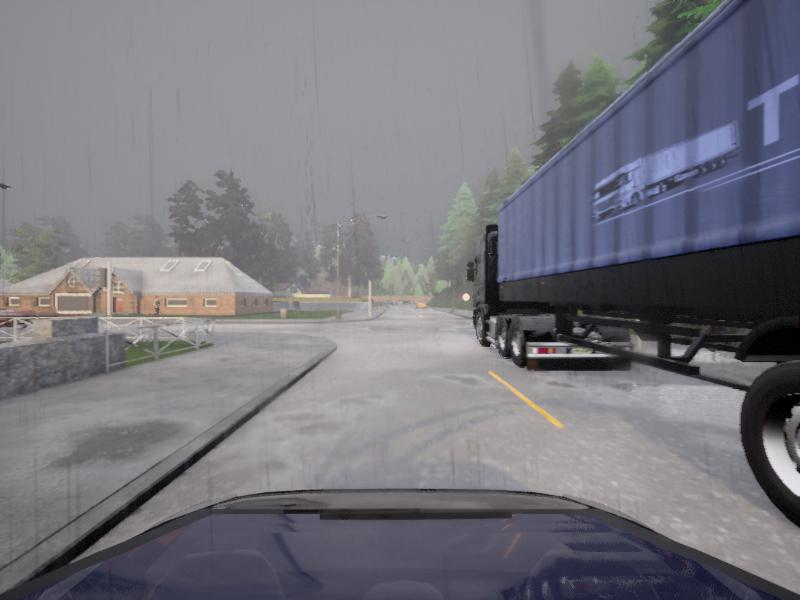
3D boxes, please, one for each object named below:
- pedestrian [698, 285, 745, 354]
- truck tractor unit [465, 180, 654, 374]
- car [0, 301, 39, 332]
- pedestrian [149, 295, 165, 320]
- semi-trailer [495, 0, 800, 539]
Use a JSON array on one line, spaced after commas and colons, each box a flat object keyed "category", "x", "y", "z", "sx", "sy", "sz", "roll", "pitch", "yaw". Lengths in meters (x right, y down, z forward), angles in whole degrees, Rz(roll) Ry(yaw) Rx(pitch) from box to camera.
[{"category": "pedestrian", "x": 9.067, "y": 0.537, "z": 11.297, "sx": 0.751, "sy": 1.860, "sz": 0.751, "roll": 0, "pitch": 0, "yaw": -20}, {"category": "truck tractor unit", "x": 3.995, "y": -0.516, "z": 11.959, "sx": 3.053, "sy": 4.208, "sz": 6.516, "roll": 0, "pitch": 0, "yaw": 0}, {"category": "car", "x": -21.836, "y": 0.830, "z": 20.505, "sx": 5.008, "sy": 1.535, "sz": 1.882, "roll": 0, "pitch": 0, "yaw": 0}, {"category": "pedestrian", "x": -18.000, "y": 0.544, "z": 29.657, "sx": 0.751, "sy": 1.860, "sz": 0.751, "roll": 0, "pitch": 0, "yaw": 0}, {"category": "semi-trailer", "x": 4.010, "y": -0.616, "z": 4.046, "sx": 2.717, "sy": 4.402, "sz": 14.254, "roll": 0, "pitch": 0, "yaw": 0}]
